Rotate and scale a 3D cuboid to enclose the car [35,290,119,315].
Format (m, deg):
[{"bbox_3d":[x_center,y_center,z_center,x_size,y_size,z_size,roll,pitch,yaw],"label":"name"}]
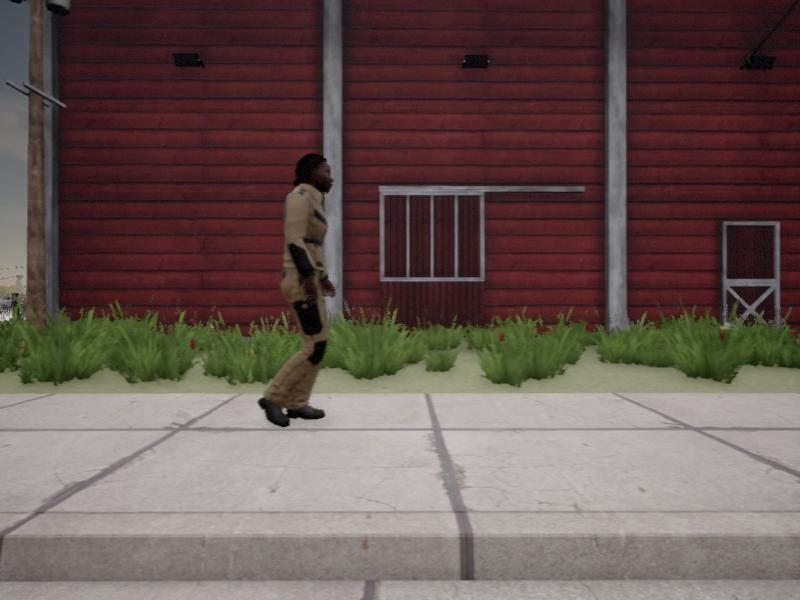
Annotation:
[{"bbox_3d":[-23.373,0.173,29.273,2.152,1.651,5.027,0,0,-1],"label":"car"}]

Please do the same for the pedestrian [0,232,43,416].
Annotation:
[{"bbox_3d":[-3.194,0.168,2.782,0.751,1.300,0.751,0,0,-1],"label":"pedestrian"}]

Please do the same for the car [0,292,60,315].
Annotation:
[{"bbox_3d":[-26.864,0.207,28.727,1.789,1.549,3.705,0,0,-1],"label":"car"}]

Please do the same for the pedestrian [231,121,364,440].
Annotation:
[{"bbox_3d":[-0.633,-0.114,2.730,0.751,1.860,0.751,0,0,-4],"label":"pedestrian"}]
